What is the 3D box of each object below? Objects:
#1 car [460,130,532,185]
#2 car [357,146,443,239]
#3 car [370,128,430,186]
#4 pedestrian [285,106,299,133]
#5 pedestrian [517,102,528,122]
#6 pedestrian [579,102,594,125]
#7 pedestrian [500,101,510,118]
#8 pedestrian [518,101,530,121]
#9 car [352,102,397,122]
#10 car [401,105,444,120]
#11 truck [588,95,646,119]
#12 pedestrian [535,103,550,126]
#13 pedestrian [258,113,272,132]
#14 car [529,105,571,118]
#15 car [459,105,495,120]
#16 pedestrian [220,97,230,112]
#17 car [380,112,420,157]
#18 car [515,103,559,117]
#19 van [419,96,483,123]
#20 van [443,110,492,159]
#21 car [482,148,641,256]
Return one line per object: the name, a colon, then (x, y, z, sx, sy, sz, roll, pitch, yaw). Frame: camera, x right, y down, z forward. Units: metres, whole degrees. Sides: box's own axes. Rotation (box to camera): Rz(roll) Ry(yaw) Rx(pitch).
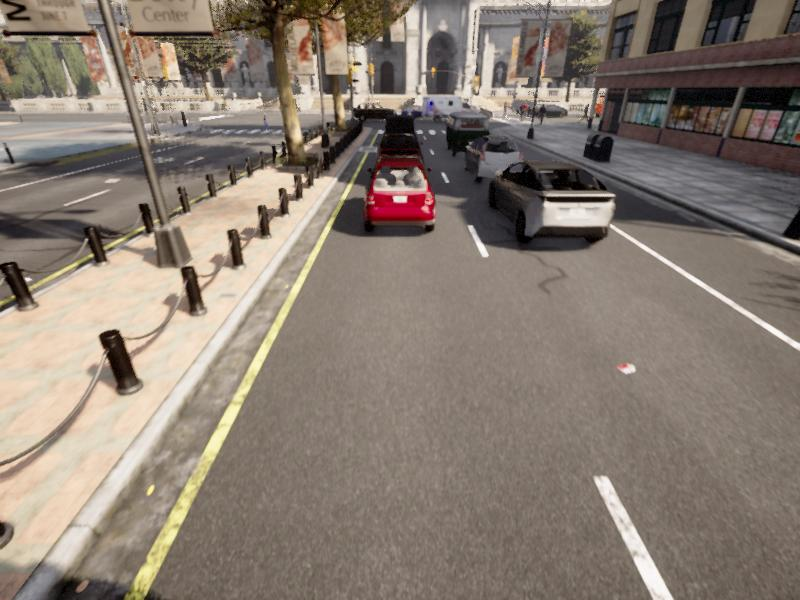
car: (3.512, -5.550, 15.367, 1.845, 1.501, 3.633, 0, 28, 0)
car: (-0.008, -2.917, 10.313, 1.789, 1.549, 3.705, 0, 28, 0)
car: (-0.010, -5.745, 15.734, 2.007, 1.525, 4.514, 0, 28, 0)
pedestrian: (-8.383, -14.040, 31.113, 0.751, 1.860, 0.751, -3, 28, -5)
pedestrian: (13.045, -20.014, 42.554, 0.751, 1.860, 0.751, 1, 28, 1)
pedestrian: (17.260, -17.293, 37.050, 0.751, 1.860, 0.751, 3, 28, 5)
pedestrian: (12.457, -22.531, 47.351, 0.751, 1.860, 0.751, 0, 28, 0)
pedestrian: (12.986, -19.773, 41.871, 0.751, 1.860, 0.751, -2, 28, -4)
car: (-2.597, -19.935, 42.399, 4.605, 1.855, 1.932, 0, 28, 0)
car: (2.528, -21.371, 45.575, 4.792, 1.488, 2.163, 0, 28, 0)
truck: (26.129, -23.357, 48.382, 5.204, 2.467, 2.627, 1, 28, 0)
pedestrian: (12.528, -16.340, 35.222, 0.751, 1.860, 0.751, 2, 28, 5)
pedestrian: (-10.805, -14.233, 32.079, 0.751, 1.300, 0.751, 0, 28, 0)
car: (18.167, -22.903, 48.655, 4.181, 1.385, 1.994, 0, 28, 0)
car: (8.746, -21.375, 45.545, 3.633, 1.501, 1.845, 0, 28, 0)
pedestrian: (-25.318, -28.300, 57.928, 0.751, 1.860, 0.751, 0, 28, 0)
car: (-0.009, -8.864, 21.287, 1.905, 1.878, 3.866, 0, 28, 0)
car: (17.592, -24.580, 51.731, 4.792, 1.488, 2.163, 0, 28, 0)
van: (5.283, -20.155, 42.246, 6.366, 2.431, 2.351, 0, 28, 0)
van: (3.444, -8.849, 21.164, 1.775, 1.987, 4.442, 0, 28, 0)
car: (3.491, -2.631, 9.807, 2.007, 1.525, 4.514, 0, 28, 0)
